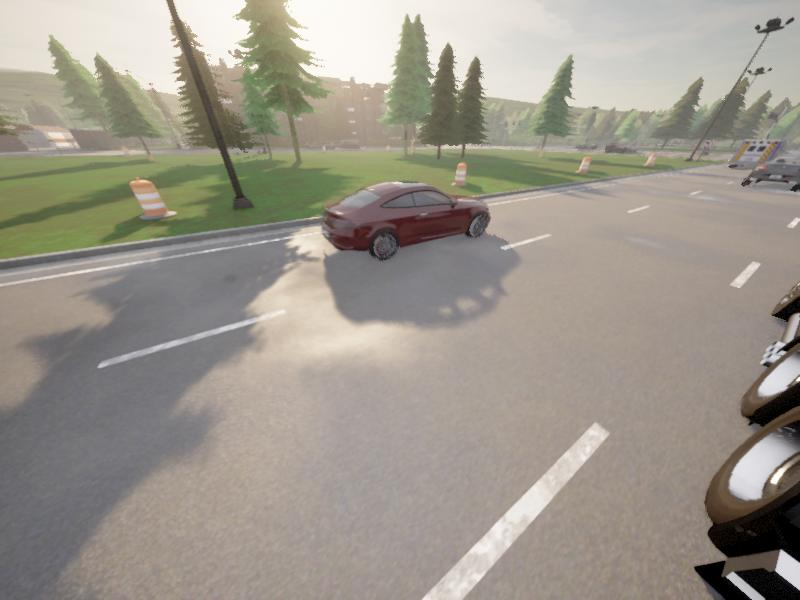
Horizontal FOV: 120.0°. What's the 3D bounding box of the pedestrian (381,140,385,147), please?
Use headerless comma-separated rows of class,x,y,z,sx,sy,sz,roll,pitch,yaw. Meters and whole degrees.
pedestrian,-5.371,-49.270,72.531,0.751,1.860,0.751,-17,39,-23

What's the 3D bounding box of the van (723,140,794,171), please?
van,36.474,-14.830,23.521,6.366,2.431,2.351,-19,39,-25

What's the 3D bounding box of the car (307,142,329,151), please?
car,-18.497,-34.704,52.058,3.988,1.617,1.851,-18,39,-25

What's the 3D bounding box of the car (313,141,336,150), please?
car,-18.156,-37.172,55.538,4.611,1.667,2.242,-18,39,-25

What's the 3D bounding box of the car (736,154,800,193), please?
car,23.361,-7.790,13.995,5.027,1.651,2.152,-18,39,-25

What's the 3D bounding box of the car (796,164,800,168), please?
car,44.699,-14.796,24.555,4.718,1.301,1.895,-19,39,-25

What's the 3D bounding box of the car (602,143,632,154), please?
car,46.096,-32.363,49.200,1.905,1.878,3.866,-18,39,-25

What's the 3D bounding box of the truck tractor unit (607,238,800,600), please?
truck tractor unit,5.067,-0.341,0.843,6.516,4.208,3.053,-20,40,-26

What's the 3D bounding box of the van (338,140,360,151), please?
van,-11.449,-34.880,52.056,4.442,1.987,1.775,-19,39,-25

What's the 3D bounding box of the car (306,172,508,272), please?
car,0.314,-2.302,6.029,4.674,1.442,1.812,-19,39,-25

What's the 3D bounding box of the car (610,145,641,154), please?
car,49.302,-32.962,50.550,1.994,1.385,4.181,-18,39,-24
